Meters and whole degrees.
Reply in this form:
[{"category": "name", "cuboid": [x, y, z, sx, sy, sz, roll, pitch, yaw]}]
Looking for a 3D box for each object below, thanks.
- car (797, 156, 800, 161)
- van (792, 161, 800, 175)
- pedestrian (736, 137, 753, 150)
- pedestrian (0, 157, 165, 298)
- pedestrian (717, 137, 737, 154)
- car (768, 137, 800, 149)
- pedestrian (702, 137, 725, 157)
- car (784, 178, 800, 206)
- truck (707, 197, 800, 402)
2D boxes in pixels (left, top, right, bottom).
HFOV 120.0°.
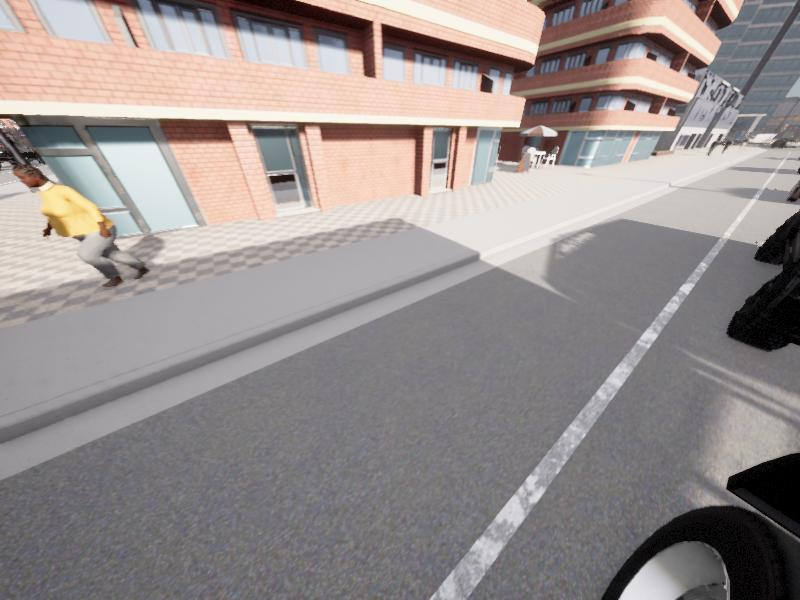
[{"category": "car", "cuboid": [43.320, -15.370, 23.688, 4.605, 1.855, 1.932, -22, 41, -28]}, {"category": "van", "cuboid": [29.076, -9.604, 15.507, 4.480, 2.038, 2.069, -22, 41, -28]}, {"category": "pedestrian", "cuboid": [57.799, -26.306, 38.776, 0.751, 1.860, 0.751, -22, 40, -27]}, {"category": "pedestrian", "cuboid": [-4.795, -1.054, 3.510, 0.751, 1.860, 0.751, 9, 36, 14]}, {"category": "pedestrian", "cuboid": [44.057, -20.813, 31.103, 0.751, 1.860, 0.751, -27, 43, -33]}, {"category": "car", "cuboid": [75.196, -30.511, 44.878, 1.932, 1.855, 4.605, 19, 40, 26]}, {"category": "pedestrian", "cuboid": [36.466, -17.804, 26.900, 0.751, 1.860, 0.751, -24, 41, -29]}, {"category": "car", "cuboid": [17.475, -4.579, 9.061, 4.181, 1.385, 1.994, -22, 41, -28]}, {"category": "truck", "cuboid": [6.987, -0.604, 2.883, 6.274, 2.098, 2.390, -22, 41, -28]}]
